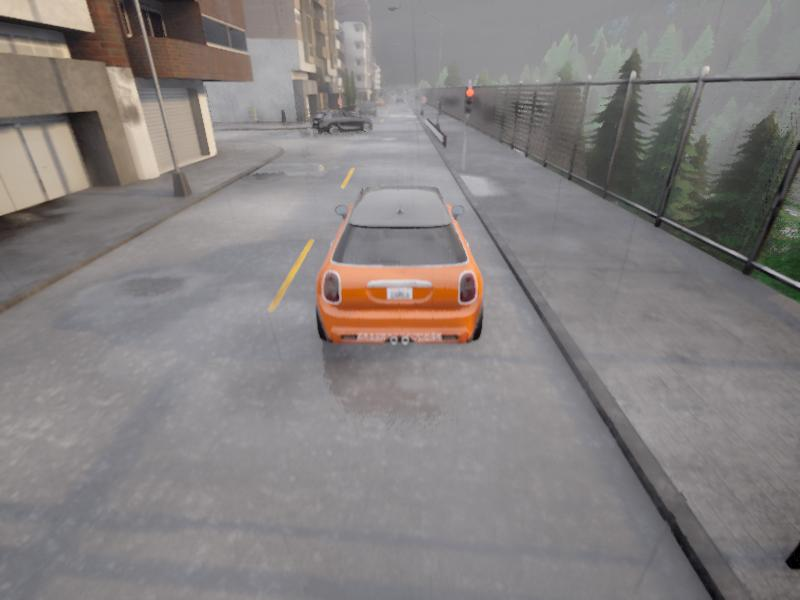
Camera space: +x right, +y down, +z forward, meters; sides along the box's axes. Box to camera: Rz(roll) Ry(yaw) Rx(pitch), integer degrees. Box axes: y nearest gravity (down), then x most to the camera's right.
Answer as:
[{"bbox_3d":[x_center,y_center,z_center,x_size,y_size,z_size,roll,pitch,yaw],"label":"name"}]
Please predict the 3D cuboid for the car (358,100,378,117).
[{"bbox_3d":[-4.008,-24.128,50.360,2.097,1.767,4.553,0,28,0],"label":"car"}]

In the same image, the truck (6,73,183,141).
[{"bbox_3d":[-19.827,-12.819,26.619,8.468,3.827,2.891,0,28,0],"label":"truck"}]

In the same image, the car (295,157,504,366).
[{"bbox_3d":[-0.003,-1.042,6.452,2.097,1.767,4.553,0,28,0],"label":"car"}]

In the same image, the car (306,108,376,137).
[{"bbox_3d":[-4.386,-13.520,30.357,4.856,1.649,2.033,-21,35,-34],"label":"car"}]

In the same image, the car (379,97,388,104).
[{"bbox_3d":[-4.033,-49.832,99.691,1.970,1.475,3.806,0,28,0],"label":"car"}]
